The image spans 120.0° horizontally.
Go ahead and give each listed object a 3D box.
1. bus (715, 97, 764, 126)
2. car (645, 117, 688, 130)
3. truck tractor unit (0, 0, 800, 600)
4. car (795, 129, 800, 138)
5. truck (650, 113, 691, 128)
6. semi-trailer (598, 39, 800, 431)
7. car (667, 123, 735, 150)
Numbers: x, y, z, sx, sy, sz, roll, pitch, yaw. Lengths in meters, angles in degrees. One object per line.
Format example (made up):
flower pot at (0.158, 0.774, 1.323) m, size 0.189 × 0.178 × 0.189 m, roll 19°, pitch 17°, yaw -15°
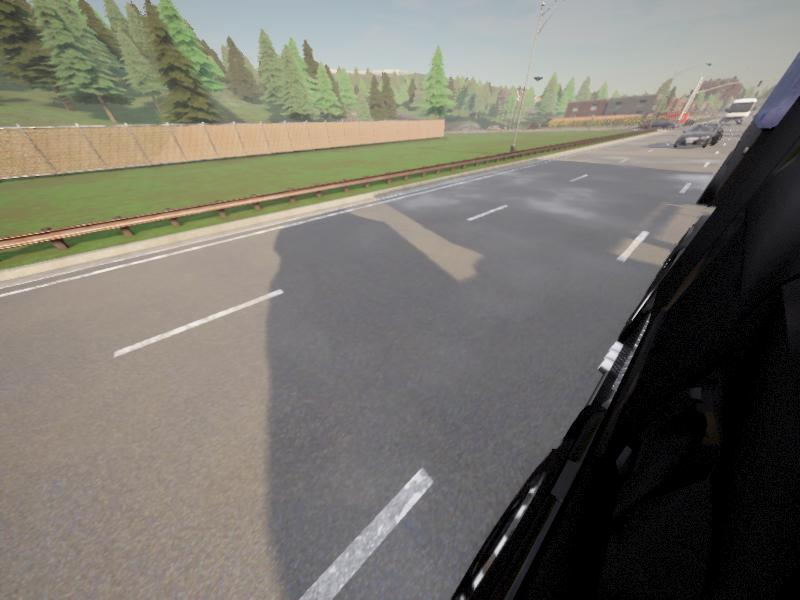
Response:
bus at (71.723, -39.727, 48.856) m, size 10.273 × 4.253 × 3.944 m, roll -28°, pitch 44°, yaw -30°
car at (49.473, -32.816, 43.068) m, size 2.097 × 1.767 × 4.553 m, roll -12°, pitch 37°, yaw -12°
truck tractor unit at (2.645, -0.295, 0.351) m, size 6.516 × 4.208 × 3.053 m, roll -28°, pitch 44°, yaw -30°
car at (39.789, -16.291, 21.750) m, size 3.806 × 1.475 × 1.970 m, roll -29°, pitch 44°, yaw -30°
truck at (61.015, -40.619, 52.273) m, size 2.627 × 2.467 × 5.204 m, roll -28°, pitch 44°, yaw -29°
semi-trailer at (8.695, -3.601, 4.239) m, size 14.254 × 4.402 × 2.717 m, roll -28°, pitch 43°, yaw -30°
car at (24.071, -13.137, 18.499) m, size 4.902 × 1.511 × 2.128 m, roll -23°, pitch 41°, yaw -26°
